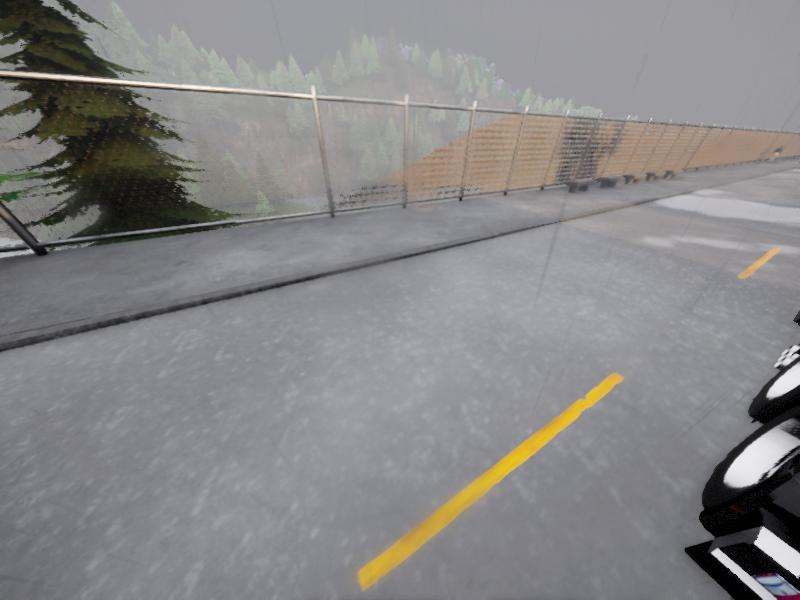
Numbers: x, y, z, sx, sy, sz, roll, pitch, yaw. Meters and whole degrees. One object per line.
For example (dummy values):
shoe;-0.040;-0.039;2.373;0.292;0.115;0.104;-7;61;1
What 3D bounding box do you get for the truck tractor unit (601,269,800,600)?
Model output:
truck tractor unit;5.117;-0.295;0.770;6.516;4.208;3.053;-18;39;-24
